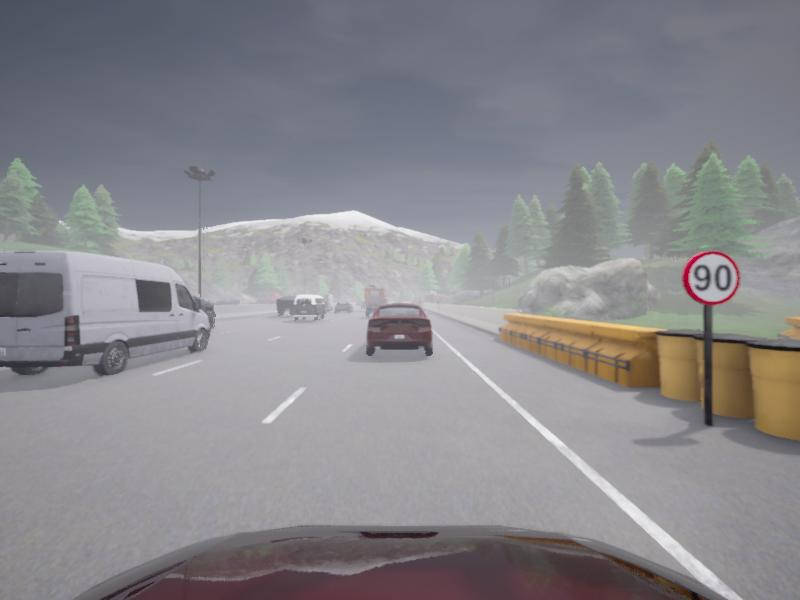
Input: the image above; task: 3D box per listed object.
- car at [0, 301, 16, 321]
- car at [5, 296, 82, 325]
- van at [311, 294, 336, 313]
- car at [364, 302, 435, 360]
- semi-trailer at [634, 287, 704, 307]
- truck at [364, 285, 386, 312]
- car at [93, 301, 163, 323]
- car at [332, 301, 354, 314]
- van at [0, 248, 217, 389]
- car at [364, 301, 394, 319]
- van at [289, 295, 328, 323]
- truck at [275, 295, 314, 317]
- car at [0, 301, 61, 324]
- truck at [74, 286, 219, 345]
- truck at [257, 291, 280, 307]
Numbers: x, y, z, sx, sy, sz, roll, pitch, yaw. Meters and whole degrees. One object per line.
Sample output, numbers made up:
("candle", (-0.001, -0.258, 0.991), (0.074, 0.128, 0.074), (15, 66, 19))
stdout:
("car", (-31.565, 0.871, 29.578), (2.007, 1.525, 4.514), (0, 0, 0))
("car", (-24.562, 0.685, 27.797), (1.905, 1.878, 3.866), (0, 0, 0))
("van", (-10.633, 0.458, 56.008), (2.351, 2.431, 6.366), (0, 0, 0))
("car", (-0.019, 0.842, 13.106), (1.882, 1.535, 5.008), (0, 0, 0))
("semi-trailer", (62.408, -0.680, 93.025), (14.254, 4.402, 2.717), (0, 0, 0))
("truck", (-3.643, -0.234, 60.921), (2.891, 3.827, 8.468), (0, 0, 0))
("car", (-21.069, 0.845, 31.305), (1.801, 1.575, 5.366), (0, 0, 0))
("car", (-7.121, 0.909, 50.721), (2.128, 1.511, 4.902), (0, 0, 0))
("van", (-7.010, 0.338, 10.236), (1.988, 2.561, 5.915), (0, 0, 0))
("car", (-1.850, 0.871, 36.781), (1.789, 1.549, 3.705), (0, 0, 14))
("van", (-7.070, 0.619, 31.541), (2.069, 2.038, 4.480), (0, 0, 0))
("truck", (-10.595, 0.599, 40.747), (2.390, 2.098, 6.274), (0, 0, 0))
("car", (-28.066, 0.871, 29.470), (2.038, 1.542, 4.974), (0, 0, 0))
("truck", (-10.532, 0.567, 17.532), (2.390, 2.098, 6.274), (0, 0, 0))
("truck", (-31.750, -0.186, 97.111), (2.891, 3.827, 8.468), (0, 0, 0))
